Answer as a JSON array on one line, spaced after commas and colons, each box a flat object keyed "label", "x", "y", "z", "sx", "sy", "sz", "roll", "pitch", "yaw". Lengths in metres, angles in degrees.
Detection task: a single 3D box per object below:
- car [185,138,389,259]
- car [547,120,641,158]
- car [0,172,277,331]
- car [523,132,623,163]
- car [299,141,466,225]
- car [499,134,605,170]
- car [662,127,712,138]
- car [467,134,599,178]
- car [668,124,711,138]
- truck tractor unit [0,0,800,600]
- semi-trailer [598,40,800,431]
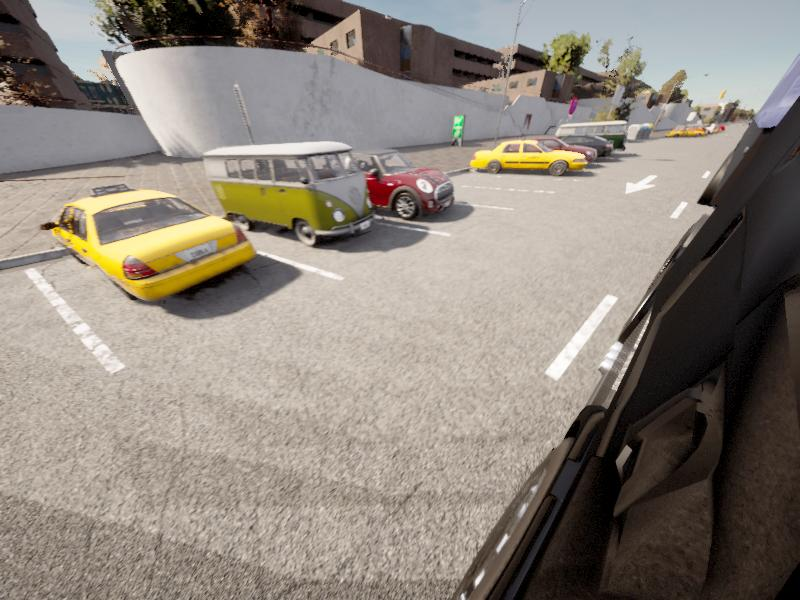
[{"label": "car", "x": -2.736, "y": -2.742, "z": 5.821, "sx": 4.442, "sy": 1.987, "sz": 1.878, "roll": 17, "pitch": 40, "yaw": 25}, {"label": "car", "x": 13.232, "y": -11.218, "z": 16.203, "sx": 4.442, "sy": 1.987, "sz": 1.878, "roll": 17, "pitch": 40, "yaw": 25}, {"label": "car", "x": -5.273, "y": -1.426, "z": 4.592, "sx": 5.366, "sy": 1.575, "sz": 1.946, "roll": 17, "pitch": 41, "yaw": 25}, {"label": "car", "x": 10.860, "y": -9.819, "z": 14.921, "sx": 4.674, "sy": 1.452, "sz": 2.002, "roll": 17, "pitch": 41, "yaw": 25}, {"label": "car", "x": -0.579, "y": -3.910, "z": 7.425, "sx": 4.553, "sy": 1.767, "sz": 2.185, "roll": 17, "pitch": 40, "yaw": 25}, {"label": "car", "x": 8.578, "y": -8.613, "z": 13.444, "sx": 4.674, "sy": 1.452, "sz": 2.002, "roll": 17, "pitch": 40, "yaw": 25}, {"label": "car", "x": 53.379, "y": -31.238, "z": 43.107, "sx": 5.366, "sy": 1.575, "sz": 1.946, "roll": 17, "pitch": 39, "yaw": 25}, {"label": "car", "x": 6.458, "y": -7.387, "z": 11.855, "sx": 5.366, "sy": 1.575, "sz": 1.946, "roll": 17, "pitch": 40, "yaw": 25}, {"label": "car", "x": 55.601, "y": -32.595, "z": 44.533, "sx": 4.442, "sy": 1.987, "sz": 1.878, "roll": 17, "pitch": 39, "yaw": 25}, {"label": "truck tractor unit", "x": 2.645, "y": -0.295, "z": 0.351, "sx": 6.516, "sy": 4.208, "sz": 3.053, "roll": -28, "pitch": 44, "yaw": -30}, {"label": "semi-trailer", "x": 8.701, "y": -3.598, "z": 4.235, "sx": 14.254, "sy": 4.402, "sz": 2.717, "roll": -28, "pitch": 44, "yaw": -30}]
